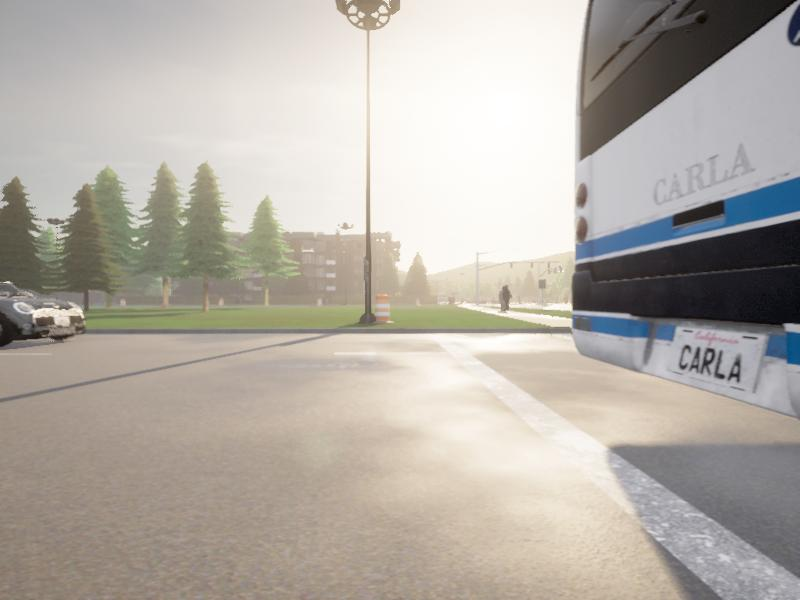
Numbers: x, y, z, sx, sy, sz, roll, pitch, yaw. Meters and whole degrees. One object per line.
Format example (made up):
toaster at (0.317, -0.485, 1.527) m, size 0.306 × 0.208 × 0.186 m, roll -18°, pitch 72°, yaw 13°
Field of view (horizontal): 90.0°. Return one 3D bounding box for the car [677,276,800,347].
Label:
car at (9.125, 0.243, 9.263) m, size 4.193 × 1.474 × 1.816 m, roll 0°, pitch 0°, yaw 0°

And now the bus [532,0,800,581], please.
bus at (6.589, -1.138, 2.364) m, size 10.273 × 4.253 × 3.944 m, roll -1°, pitch 0°, yaw 0°

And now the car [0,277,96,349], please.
car at (-9.595, 0.268, 9.126) m, size 3.806 × 1.475 × 1.970 m, roll 0°, pitch 0°, yaw 0°

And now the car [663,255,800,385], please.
car at (6.938, 0.228, 5.752) m, size 4.902 × 1.511 × 2.128 m, roll 0°, pitch 0°, yaw 0°

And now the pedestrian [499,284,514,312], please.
pedestrian at (6.976, -0.123, 26.285) m, size 0.751 × 1.860 × 0.751 m, roll 0°, pitch 0°, yaw -1°
